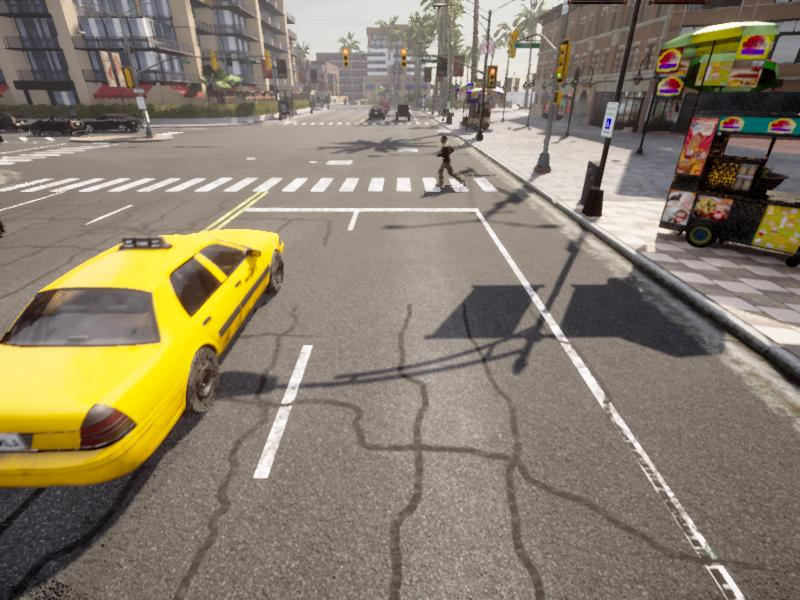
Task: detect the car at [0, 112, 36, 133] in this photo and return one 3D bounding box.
[{"bbox_3d":[-36.092,-16.077,36.225,3.988,1.617,1.851,0,27,-1],"label":"car"}]

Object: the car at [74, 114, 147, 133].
[{"bbox_3d":[-26.209,-16.080,36.335,4.892,1.490,1.837,0,27,-1],"label":"car"}]

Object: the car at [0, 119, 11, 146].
[{"bbox_3d":[-28.528,-10.874,26.081,3.988,1.617,1.851,0,27,0],"label":"car"}]

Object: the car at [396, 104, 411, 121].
[{"bbox_3d":[0.409,-25.057,53.331,1.905,1.878,3.866,0,28,0],"label":"car"}]

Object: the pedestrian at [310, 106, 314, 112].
[{"bbox_3d":[-15.728,-34.199,71.632,0.500,1.100,0.500,1,27,3],"label":"pedestrian"}]

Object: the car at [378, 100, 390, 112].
[{"bbox_3d":[-3.208,-39.164,80.624,2.150,2.045,5.566,-2,27,-4],"label":"car"}]

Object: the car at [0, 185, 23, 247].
[{"bbox_3d":[-9.998,-1.155,7.388,1.994,1.385,4.181,0,27,0],"label":"car"}]

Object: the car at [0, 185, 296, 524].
[{"bbox_3d":[-2.945,-0.153,5.189,1.801,1.575,5.366,0,27,0],"label":"car"}]

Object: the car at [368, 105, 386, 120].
[{"bbox_3d":[-3.095,-25.488,54.416,2.242,1.667,4.611,0,27,0],"label":"car"}]

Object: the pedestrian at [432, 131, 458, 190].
[{"bbox_3d":[1.570,-4.899,14.063,0.751,1.860,0.751,0,27,1],"label":"pedestrian"}]

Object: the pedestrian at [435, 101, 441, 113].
[{"bbox_3d":[6.524,-33.147,68.711,0.751,1.860,0.751,-5,28,-10],"label":"pedestrian"}]

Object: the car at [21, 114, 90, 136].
[{"bbox_3d":[-28.462,-14.493,33.189,3.705,1.549,1.789,0,27,-1],"label":"car"}]

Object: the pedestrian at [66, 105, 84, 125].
[{"bbox_3d":[-34.276,-19.489,42.199,0.751,1.860,0.751,8,28,16],"label":"pedestrian"}]

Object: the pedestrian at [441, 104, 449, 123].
[{"bbox_3d":[5.095,-21.200,45.457,0.751,1.860,0.751,3,27,6],"label":"pedestrian"}]
